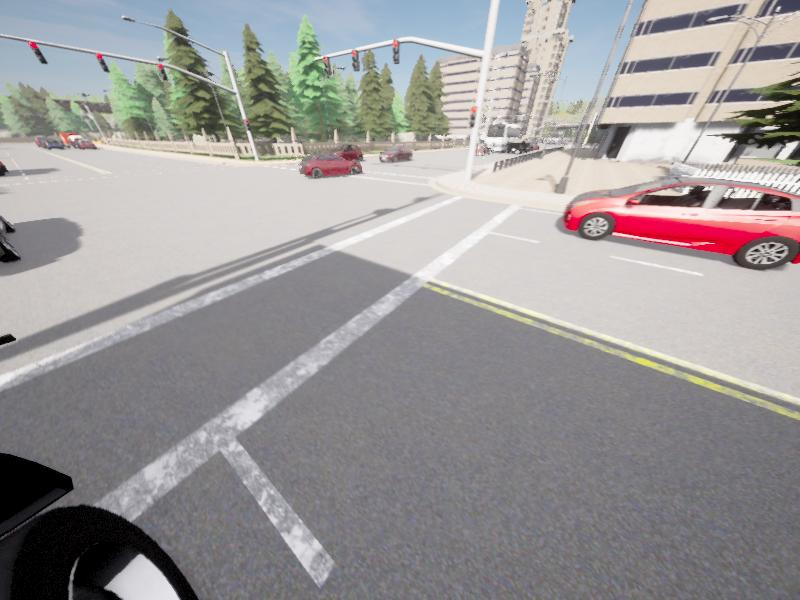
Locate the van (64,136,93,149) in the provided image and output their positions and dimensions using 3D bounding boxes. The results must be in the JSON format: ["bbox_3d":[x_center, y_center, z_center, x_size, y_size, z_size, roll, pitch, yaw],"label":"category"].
[{"bbox_3d":[-61.704,-30.233,44.355,4.480,2.038,2.069,22,41,28],"label":"van"}]

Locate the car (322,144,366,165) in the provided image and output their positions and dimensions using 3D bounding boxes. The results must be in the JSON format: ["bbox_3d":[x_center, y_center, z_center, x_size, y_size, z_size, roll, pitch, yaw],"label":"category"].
[{"bbox_3d":[-5.677,-15.078,23.812,1.851,1.617,3.988,24,41,29],"label":"car"}]

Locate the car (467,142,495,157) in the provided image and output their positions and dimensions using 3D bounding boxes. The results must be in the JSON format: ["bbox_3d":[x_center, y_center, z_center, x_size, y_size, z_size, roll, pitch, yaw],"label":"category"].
[{"bbox_3d":[12.223,-22.656,34.707,2.152,1.651,5.027,22,41,27],"label":"car"}]

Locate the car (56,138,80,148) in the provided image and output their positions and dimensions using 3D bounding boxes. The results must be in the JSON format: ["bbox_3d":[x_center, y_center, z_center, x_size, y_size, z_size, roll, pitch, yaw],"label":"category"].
[{"bbox_3d":[-73.542,-34.889,51.192,4.856,1.649,2.033,22,41,28],"label":"car"}]

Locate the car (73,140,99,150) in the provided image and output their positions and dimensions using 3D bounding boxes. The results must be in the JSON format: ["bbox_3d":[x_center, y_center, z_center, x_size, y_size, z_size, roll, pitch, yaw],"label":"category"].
[{"bbox_3d":[-56.583,-27.915,41.610,3.806,1.475,1.970,22,41,27],"label":"car"}]

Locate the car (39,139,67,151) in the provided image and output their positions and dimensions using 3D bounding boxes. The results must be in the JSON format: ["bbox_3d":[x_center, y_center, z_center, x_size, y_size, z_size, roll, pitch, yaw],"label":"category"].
[{"bbox_3d":[-61.055,-27.329,40.624,3.988,1.617,1.851,22,41,28],"label":"car"}]

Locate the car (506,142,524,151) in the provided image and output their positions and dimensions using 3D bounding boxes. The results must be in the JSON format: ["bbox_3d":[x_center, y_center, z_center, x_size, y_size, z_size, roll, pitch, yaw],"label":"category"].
[{"bbox_3d":[24.292,-32.494,48.856,2.128,1.511,4.902,22,41,28],"label":"car"}]

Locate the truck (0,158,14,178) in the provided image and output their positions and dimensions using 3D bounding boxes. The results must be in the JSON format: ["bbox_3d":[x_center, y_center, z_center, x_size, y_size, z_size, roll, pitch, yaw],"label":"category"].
[{"bbox_3d":[-27.749,-9.171,14.498,5.204,2.467,2.627,22,40,28],"label":"truck"}]

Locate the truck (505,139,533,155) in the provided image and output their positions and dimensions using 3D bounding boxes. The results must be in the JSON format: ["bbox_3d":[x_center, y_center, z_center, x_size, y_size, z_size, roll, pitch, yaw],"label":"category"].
[{"bbox_3d":[19.989,-25.760,38.765,2.390,2.098,6.274,23,41,29],"label":"truck"}]

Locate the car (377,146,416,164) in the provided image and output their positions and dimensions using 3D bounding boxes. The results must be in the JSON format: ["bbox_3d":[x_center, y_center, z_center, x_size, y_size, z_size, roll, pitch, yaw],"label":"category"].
[{"bbox_3d":[-0.279,-15.854,25.104,1.812,1.442,4.674,22,41,28],"label":"car"}]

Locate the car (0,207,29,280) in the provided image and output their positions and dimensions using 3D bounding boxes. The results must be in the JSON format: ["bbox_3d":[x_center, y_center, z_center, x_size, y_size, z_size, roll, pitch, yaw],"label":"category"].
[{"bbox_3d":[-10.078,-1.636,4.699,5.238,1.638,1.930,22,41,28],"label":"car"}]

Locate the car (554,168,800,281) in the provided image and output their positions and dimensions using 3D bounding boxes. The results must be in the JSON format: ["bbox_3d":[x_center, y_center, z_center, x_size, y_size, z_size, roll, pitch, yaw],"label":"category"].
[{"bbox_3d":[6.787,-2.146,5.686,4.514,1.525,2.007,23,41,29],"label":"car"}]

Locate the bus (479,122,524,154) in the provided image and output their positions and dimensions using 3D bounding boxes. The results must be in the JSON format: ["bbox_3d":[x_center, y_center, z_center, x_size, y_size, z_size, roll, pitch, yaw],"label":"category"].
[{"bbox_3d":[18.323,-28.840,41.246,3.944,4.253,10.273,22,41,28],"label":"bus"}]

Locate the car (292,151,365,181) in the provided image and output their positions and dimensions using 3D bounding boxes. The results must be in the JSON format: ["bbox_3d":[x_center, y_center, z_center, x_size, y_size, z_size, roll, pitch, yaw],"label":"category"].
[{"bbox_3d":[-4.751,-9.242,15.760,4.181,1.385,1.994,-24,42,-30],"label":"car"}]

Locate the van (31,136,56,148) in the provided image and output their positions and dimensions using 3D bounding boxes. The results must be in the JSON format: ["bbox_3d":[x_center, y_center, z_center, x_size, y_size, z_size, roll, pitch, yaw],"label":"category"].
[{"bbox_3d":[-72.418,-32.115,46.963,4.442,1.987,1.775,22,41,28],"label":"van"}]

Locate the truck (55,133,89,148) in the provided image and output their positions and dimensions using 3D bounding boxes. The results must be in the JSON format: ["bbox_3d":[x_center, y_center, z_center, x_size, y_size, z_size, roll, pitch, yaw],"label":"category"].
[{"bbox_3d":[-67.389,-32.729,47.462,5.204,2.467,2.627,22,41,28],"label":"truck"}]

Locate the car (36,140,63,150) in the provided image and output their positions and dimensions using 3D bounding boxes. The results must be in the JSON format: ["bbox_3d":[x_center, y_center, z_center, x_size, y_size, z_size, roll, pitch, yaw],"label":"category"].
[{"bbox_3d":[-66.595,-29.501,43.830,5.357,1.411,2.033,22,41,28],"label":"car"}]

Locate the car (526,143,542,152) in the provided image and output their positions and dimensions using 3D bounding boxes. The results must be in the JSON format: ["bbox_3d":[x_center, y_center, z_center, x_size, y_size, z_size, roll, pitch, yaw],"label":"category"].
[{"bbox_3d":[28.079,-32.020,48.343,1.994,1.385,4.181,22,41,28],"label":"car"}]
